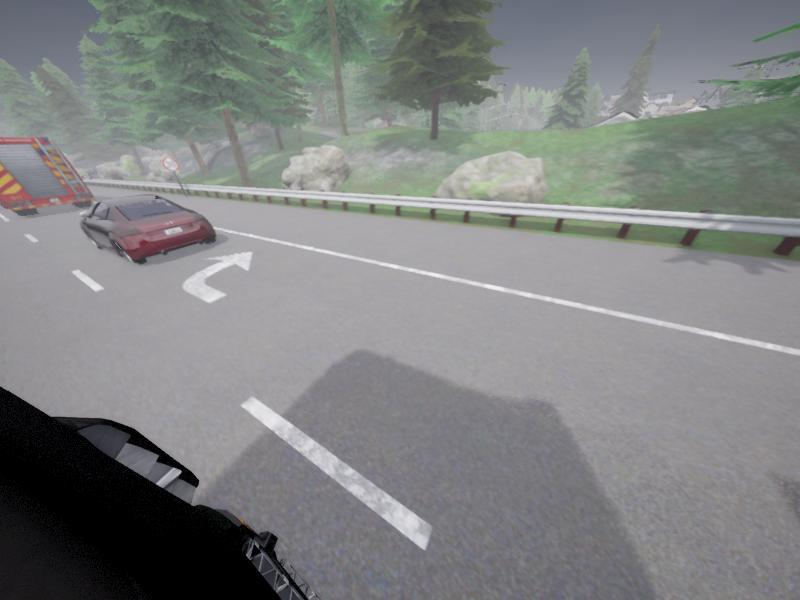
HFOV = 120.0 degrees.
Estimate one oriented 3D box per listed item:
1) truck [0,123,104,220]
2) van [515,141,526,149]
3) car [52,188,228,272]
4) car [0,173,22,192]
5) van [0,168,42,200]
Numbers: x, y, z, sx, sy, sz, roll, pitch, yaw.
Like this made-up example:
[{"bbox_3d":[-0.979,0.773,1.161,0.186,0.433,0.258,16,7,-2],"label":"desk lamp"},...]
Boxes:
[{"bbox_3d":[-21.534,-7.263,13.066,8.468,3.827,2.891,16,38,26],"label":"truck"},{"bbox_3d":[35.791,-46.042,68.586,2.069,2.038,4.480,16,38,26],"label":"van"},{"bbox_3d":[-7.417,-2.248,6.657,4.181,1.385,1.994,16,38,26],"label":"car"},{"bbox_3d":[-43.903,-12.863,25.277,4.974,1.542,2.038,21,40,31],"label":"car"},{"bbox_3d":[-33.022,-9.785,19.359,4.480,2.038,2.069,16,38,25],"label":"van"}]
